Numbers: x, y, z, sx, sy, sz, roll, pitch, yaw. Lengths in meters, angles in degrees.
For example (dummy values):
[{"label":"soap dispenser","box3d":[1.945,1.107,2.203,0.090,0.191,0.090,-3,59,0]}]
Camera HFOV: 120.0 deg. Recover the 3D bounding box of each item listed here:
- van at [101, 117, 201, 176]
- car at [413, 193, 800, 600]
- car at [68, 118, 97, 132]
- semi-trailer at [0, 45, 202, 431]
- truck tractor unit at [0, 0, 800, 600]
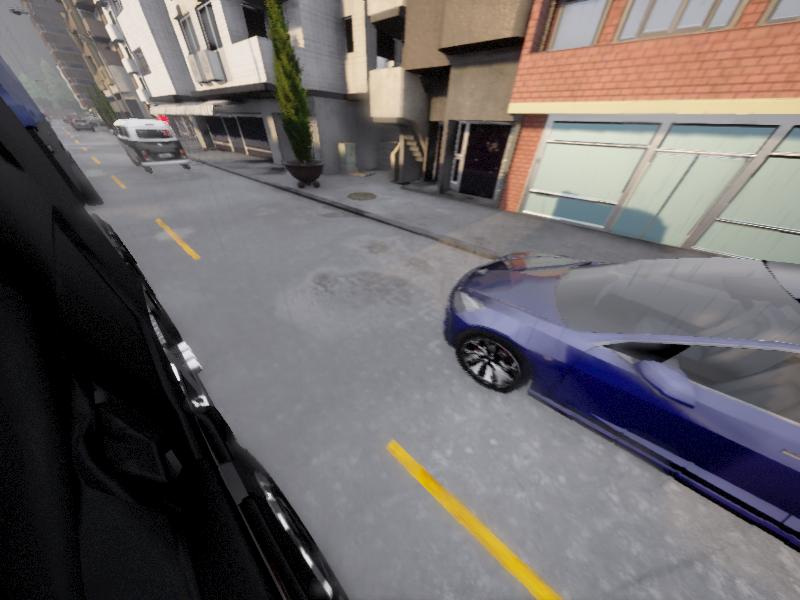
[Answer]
[{"label":"van","box3d":[-12.400,-7.726,11.511,4.480,2.038,2.069,28,44,30]},{"label":"car","box3d":[2.704,0.541,1.825,4.792,1.488,2.163,28,44,30]},{"label":"car","box3d":[-48.019,-26.454,34.900,3.806,1.475,1.970,28,44,30]},{"label":"semi-trailer","box3d":[-8.707,-3.587,4.236,14.254,4.402,2.717,28,44,30]},{"label":"truck tractor unit","box3d":[-2.645,-0.295,0.351,6.516,4.208,3.053,28,44,30]}]
